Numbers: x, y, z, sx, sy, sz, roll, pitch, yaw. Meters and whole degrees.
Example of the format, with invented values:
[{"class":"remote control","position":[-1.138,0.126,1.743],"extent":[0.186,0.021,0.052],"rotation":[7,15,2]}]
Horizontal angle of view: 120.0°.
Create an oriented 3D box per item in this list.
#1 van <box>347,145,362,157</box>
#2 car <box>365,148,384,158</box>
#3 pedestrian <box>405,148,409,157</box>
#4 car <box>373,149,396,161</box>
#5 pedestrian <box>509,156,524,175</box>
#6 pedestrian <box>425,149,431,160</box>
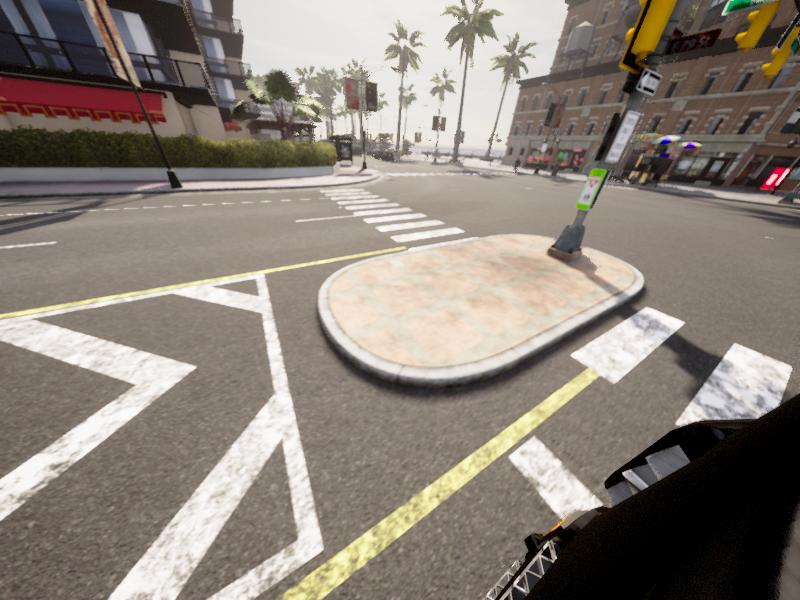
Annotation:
[{"class":"van","position":[-10.136,-33.377,51.627],"extent":[1.775,1.987,4.442],"rotation":[-16,38,-26]},{"class":"car","position":[-5.713,-32.722,51.328],"extent":[2.152,1.651,5.027],"rotation":[-16,38,-26]},{"class":"pedestrian","position":[1.677,-35.281,55.241],"extent":[0.751,1.860,0.751],"rotation":[-12,37,-22]},{"class":"car","position":[-2.826,-25.931,41.289],"extent":[2.242,1.667,4.611],"rotation":[-16,38,-26]},{"class":"pedestrian","position":[13.723,-15.845,27.202],"extent":[0.751,1.860,0.751],"rotation":[-15,38,-25]},{"class":"pedestrian","position":[5.613,-29.274,46.508],"extent":[0.751,1.860,0.751],"rotation":[-22,41,-32]}]
